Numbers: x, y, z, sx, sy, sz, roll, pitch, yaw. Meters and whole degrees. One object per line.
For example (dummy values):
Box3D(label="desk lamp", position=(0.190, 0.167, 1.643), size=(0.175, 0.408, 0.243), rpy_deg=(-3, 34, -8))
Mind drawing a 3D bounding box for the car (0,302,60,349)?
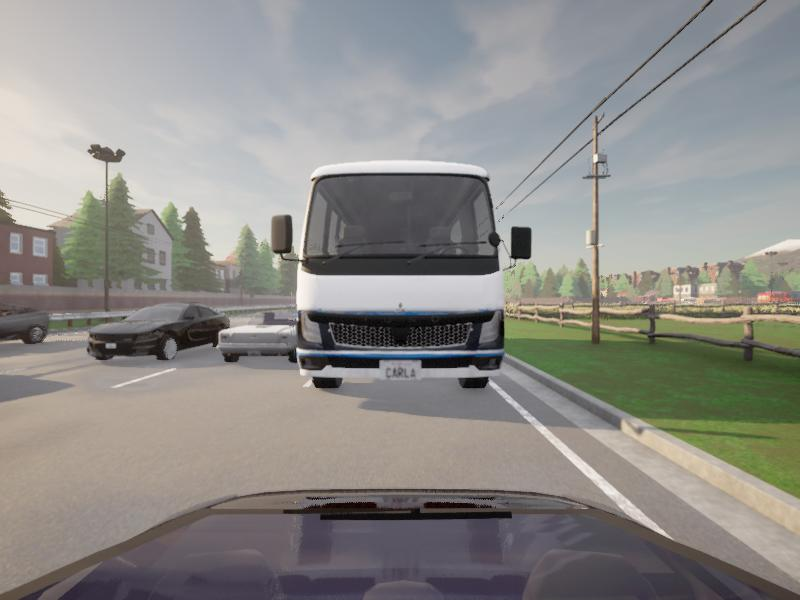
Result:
Box3D(label="car", position=(-13.987, 0.843, 13.021), size=(2.007, 1.525, 4.514), rpy_deg=(0, 0, 0))

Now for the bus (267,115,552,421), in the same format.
Box3D(label="bus", position=(0.132, -0.531, 10.714), size=(3.944, 4.253, 10.273), rpy_deg=(0, 1, 0))

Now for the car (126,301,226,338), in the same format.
Box3D(label="car", position=(-10.469, 0.855, 19.252), size=(2.038, 1.542, 4.974), rpy_deg=(0, -1, 0))

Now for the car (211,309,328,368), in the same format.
Box3D(label="car", position=(-3.489, 0.957, 11.752), size=(1.895, 1.301, 4.718), rpy_deg=(0, 0, 0))

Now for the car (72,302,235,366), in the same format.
Box3D(label="car", position=(-6.988, 0.836, 12.174), size=(1.882, 1.535, 5.008), rpy_deg=(0, 0, 0))

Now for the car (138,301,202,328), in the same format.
Box3D(label="car", position=(-13.978, 0.843, 24.580), size=(1.789, 1.549, 3.705), rpy_deg=(0, 0, 0))
